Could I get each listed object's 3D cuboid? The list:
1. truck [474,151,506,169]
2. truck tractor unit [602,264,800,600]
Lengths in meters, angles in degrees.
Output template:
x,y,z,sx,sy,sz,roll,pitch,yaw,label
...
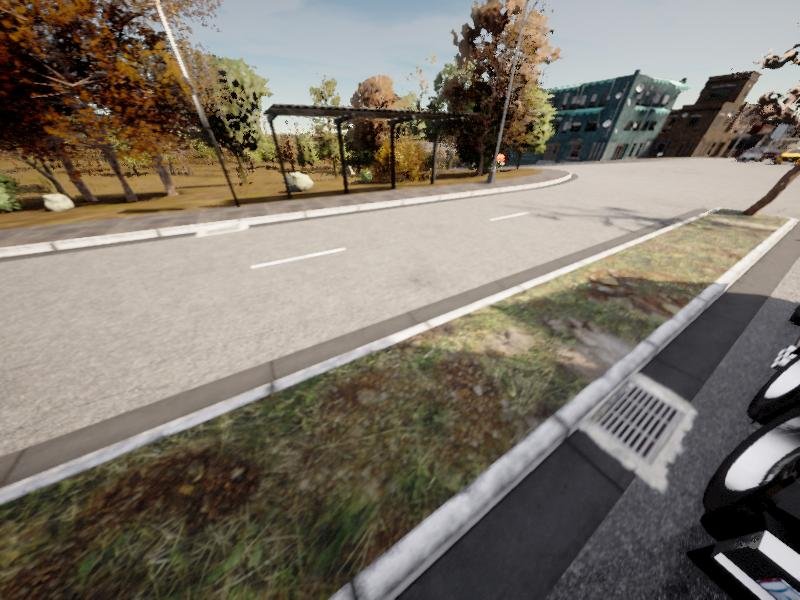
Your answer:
x,y,z,sx,sy,sz,roll,pitch,yaw,label
16.668,-26.075,43.201,2.627,2.467,5.204,-15,32,-19,truck
5.111,-0.300,0.790,6.516,4.208,3.053,-18,39,-24,truck tractor unit
